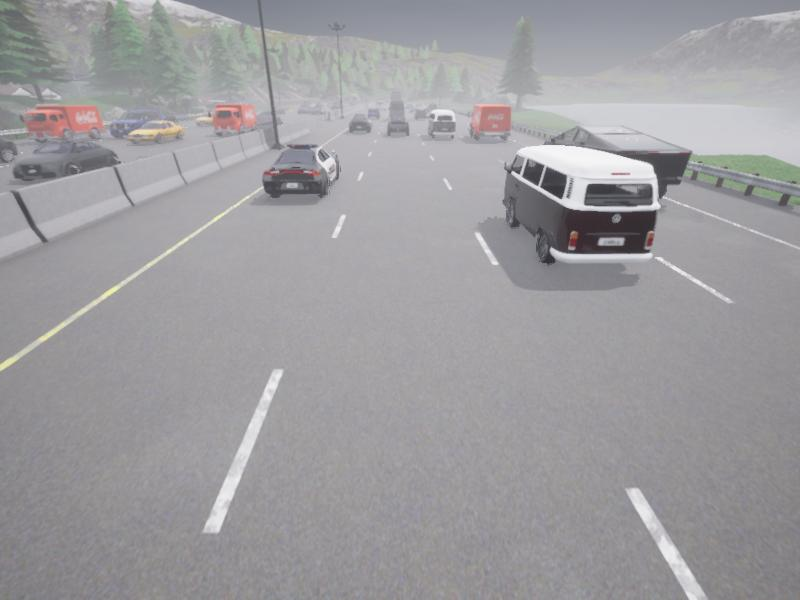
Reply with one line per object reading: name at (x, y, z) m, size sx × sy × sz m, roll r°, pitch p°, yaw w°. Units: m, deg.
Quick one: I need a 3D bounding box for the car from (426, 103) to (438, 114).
car at (6.308, -37.642, 78.446) m, size 1.932 × 1.855 × 4.605 m, roll 0°, pitch 27°, yaw -1°

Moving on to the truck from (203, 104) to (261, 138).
truck at (-14.166, -15.419, 34.249) m, size 2.627 × 2.467 × 5.204 m, roll 0°, pitch 26°, yaw -1°

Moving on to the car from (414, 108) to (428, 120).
car at (3.059, -27.129, 58.273) m, size 1.816 × 1.474 × 4.193 m, roll 0°, pitch 27°, yaw -1°

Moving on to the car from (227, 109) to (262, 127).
car at (-17.815, -21.053, 46.165) m, size 2.242 × 1.667 × 4.611 m, roll 0°, pitch 27°, yaw -1°

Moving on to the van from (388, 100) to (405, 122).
van at (-0.488, -26.181, 55.242) m, size 1.988 × 2.561 × 5.915 m, roll -2°, pitch 27°, yaw -3°

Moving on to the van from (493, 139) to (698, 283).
van at (3.679, -2.234, 8.826) m, size 2.069 × 2.038 × 4.480 m, roll 0°, pitch 27°, yaw -1°

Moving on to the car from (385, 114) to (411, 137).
car at (-0.158, -15.485, 35.403) m, size 2.128 × 1.511 × 4.902 m, roll 0°, pitch 27°, yaw -1°

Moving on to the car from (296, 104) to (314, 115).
car at (-18.168, -36.453, 76.516) m, size 2.242 × 1.667 × 4.611 m, roll 0°, pitch 27°, yaw -1°

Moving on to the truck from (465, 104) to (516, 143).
truck at (6.891, -13.937, 31.319) m, size 2.627 × 2.467 × 5.204 m, roll 0°, pitch 28°, yaw -1°

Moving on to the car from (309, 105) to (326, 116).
car at (-14.602, -33.717, 71.086) m, size 2.038 × 1.542 × 4.974 m, roll 0°, pitch 27°, yaw -1°

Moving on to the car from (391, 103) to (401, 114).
car at (-0.691, -37.627, 78.432) m, size 1.905 × 1.878 × 3.866 m, roll 0°, pitch 27°, yaw -1°

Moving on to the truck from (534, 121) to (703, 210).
truck at (7.105, -5.038, 14.258) m, size 2.390 × 2.098 × 6.274 m, roll 0°, pitch 27°, yaw -1°

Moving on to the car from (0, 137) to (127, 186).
car at (-13.938, -5.930, 16.833) m, size 1.994 × 1.385 × 4.181 m, roll 0°, pitch 27°, yaw -1°

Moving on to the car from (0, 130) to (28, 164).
car at (-20.971, -7.146, 19.091) m, size 1.837 × 1.490 × 4.892 m, roll 0°, pitch 27°, yaw -1°

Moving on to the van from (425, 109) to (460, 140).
van at (3.327, -14.274, 32.437) m, size 2.069 × 2.038 × 4.480 m, roll 0°, pitch 27°, yaw -3°

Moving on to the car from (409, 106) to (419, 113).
car at (2.787, -38.245, 80.259) m, size 1.895 × 1.301 × 4.718 m, roll 0°, pitch 27°, yaw -1°

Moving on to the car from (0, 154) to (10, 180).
car at (-17.404, -4.805, 14.300) m, size 2.242 × 1.667 × 4.611 m, roll 0°, pitch 27°, yaw -1°

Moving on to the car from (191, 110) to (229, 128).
car at (-21.311, -20.494, 45.170) m, size 1.801 × 1.575 × 5.366 m, roll 0°, pitch 27°, yaw -1°

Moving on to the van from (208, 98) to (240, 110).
van at (-39.154, -43.661, 89.093) m, size 5.915 × 2.561 × 1.988 m, roll 0°, pitch 27°, yaw -1°

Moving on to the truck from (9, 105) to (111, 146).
truck at (-24.605, -12.923, 29.361) m, size 2.627 × 2.467 × 5.204 m, roll 0°, pitch 27°, yaw -1°

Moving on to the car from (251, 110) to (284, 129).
car at (-14.282, -19.660, 43.480) m, size 2.033 × 1.649 × 4.856 m, roll 0°, pitch 27°, yaw -1°

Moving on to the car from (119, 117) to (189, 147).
car at (-17.588, -12.249, 28.999) m, size 1.801 × 1.575 × 5.366 m, roll 0°, pitch 27°, yaw -1°

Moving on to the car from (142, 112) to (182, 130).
car at (-24.747, -18.742, 41.775) m, size 1.789 × 1.549 × 3.705 m, roll 0°, pitch 27°, yaw -1°

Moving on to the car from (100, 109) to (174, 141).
car at (-21.132, -14.331, 32.568) m, size 2.150 × 2.045 × 5.566 m, roll 0°, pitch 27°, yaw 0°

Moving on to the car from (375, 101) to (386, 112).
car at (-4.340, -43.791, 90.338) m, size 2.150 × 2.045 × 5.566 m, roll 0°, pitch 27°, yaw -1°

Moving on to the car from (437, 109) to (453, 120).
car at (6.555, -27.275, 58.752) m, size 1.895 × 1.301 × 4.718 m, roll 0°, pitch 27°, yaw -1°

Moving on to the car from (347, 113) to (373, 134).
car at (-3.692, -16.880, 38.125) m, size 2.038 × 1.542 × 4.974 m, roll 0°, pitch 27°, yaw -1°

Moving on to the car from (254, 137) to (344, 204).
car at (-3.397, -4.885, 14.600) m, size 2.038 × 1.542 × 4.974 m, roll 0°, pitch 27°, yaw -1°

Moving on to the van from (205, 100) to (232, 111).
van at (-39.067, -41.826, 86.096) m, size 4.480 × 2.038 × 2.069 m, roll 0°, pitch 27°, yaw -1°

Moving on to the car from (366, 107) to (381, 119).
car at (-3.968, -28.197, 60.318) m, size 2.007 × 1.525 × 4.514 m, roll 0°, pitch 27°, yaw -1°

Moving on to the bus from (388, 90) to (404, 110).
bus at (-1.127, -51.595, 103.195) m, size 3.944 × 4.253 × 10.273 m, roll 0°, pitch 27°, yaw -1°

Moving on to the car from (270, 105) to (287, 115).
car at (-21.602, -33.680, 71.045) m, size 1.845 × 1.501 × 3.633 m, roll 0°, pitch 27°, yaw -1°
